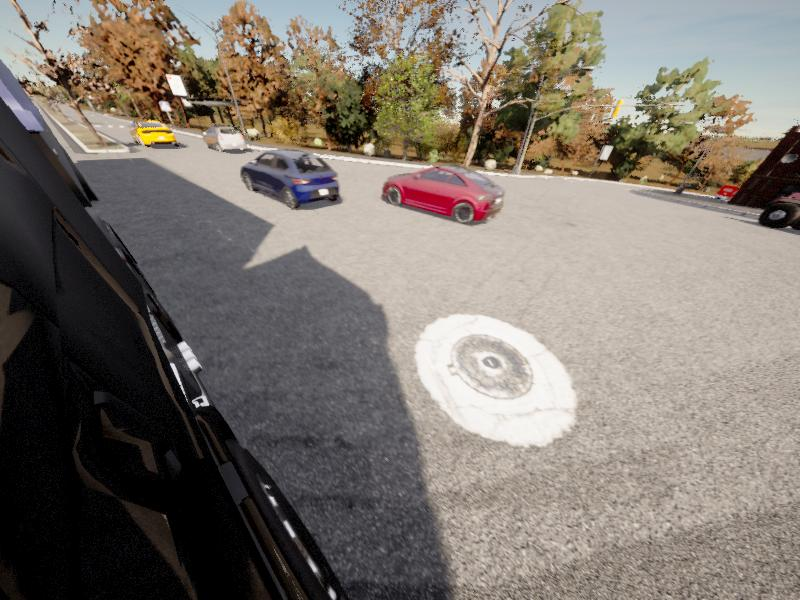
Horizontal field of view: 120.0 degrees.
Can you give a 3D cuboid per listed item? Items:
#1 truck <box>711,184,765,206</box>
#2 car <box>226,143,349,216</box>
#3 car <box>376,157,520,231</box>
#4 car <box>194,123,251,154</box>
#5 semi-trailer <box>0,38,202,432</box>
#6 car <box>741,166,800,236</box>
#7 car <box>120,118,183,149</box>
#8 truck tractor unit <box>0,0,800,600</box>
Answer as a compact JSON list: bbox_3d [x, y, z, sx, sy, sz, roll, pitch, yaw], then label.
[{"bbox_3d":[60.441,-18.829,41.441,5.204,2.467,2.627,4,37,-9],"label":"truck"},{"bbox_3d":[-3.940,-4.404,8.074,4.193,1.474,1.816,29,43,29],"label":"car"},{"bbox_3d":[1.401,-3.803,7.851,4.181,1.385,1.994,28,43,29],"label":"car"},{"bbox_3d":[-12.811,-11.698,16.685,3.633,1.501,1.845,29,44,29],"label":"car"},{"bbox_3d":[-8.704,-3.645,4.155,14.254,4.402,2.717,28,44,29],"label":"semi-trailer"},{"bbox_3d":[14.221,-2.626,6.817,1.905,1.878,3.866,-1,35,-9],"label":"car"},{"bbox_3d":[-18.511,-12.441,17.178,5.008,1.535,1.882,29,44,29],"label":"car"},{"bbox_3d":[-2.645,-0.295,0.351,6.516,4.208,3.053,28,44,30],"label":"truck tractor unit"}]
